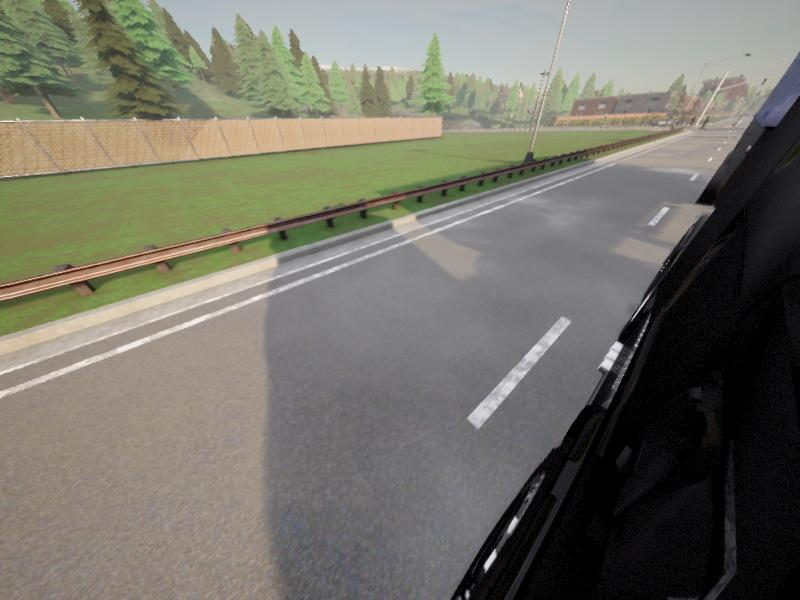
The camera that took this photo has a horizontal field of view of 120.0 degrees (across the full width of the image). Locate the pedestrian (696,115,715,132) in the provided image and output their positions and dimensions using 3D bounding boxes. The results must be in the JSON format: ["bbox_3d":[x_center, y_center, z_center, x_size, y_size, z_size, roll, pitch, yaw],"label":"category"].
[{"bbox_3d":[45.270,-26.157,34.259,0.751,1.860,0.751,-21,41,-23],"label":"pedestrian"}]

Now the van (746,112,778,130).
[{"bbox_3d":[54.488,-27.046,34.861,4.442,1.987,1.775,-28,44,-30],"label":"van"}]

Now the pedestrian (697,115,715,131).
[{"bbox_3d":[46.094,-26.597,34.797,0.751,1.860,0.751,21,43,27],"label":"pedestrian"}]

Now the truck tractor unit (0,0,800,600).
[{"bbox_3d":[2.645,-0.295,0.351,6.516,4.208,3.053,-28,44,-30],"label":"truck tractor unit"}]

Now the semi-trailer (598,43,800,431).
[{"bbox_3d":[8.696,-3.598,4.243,14.254,4.402,2.717,-28,44,-30],"label":"semi-trailer"}]
